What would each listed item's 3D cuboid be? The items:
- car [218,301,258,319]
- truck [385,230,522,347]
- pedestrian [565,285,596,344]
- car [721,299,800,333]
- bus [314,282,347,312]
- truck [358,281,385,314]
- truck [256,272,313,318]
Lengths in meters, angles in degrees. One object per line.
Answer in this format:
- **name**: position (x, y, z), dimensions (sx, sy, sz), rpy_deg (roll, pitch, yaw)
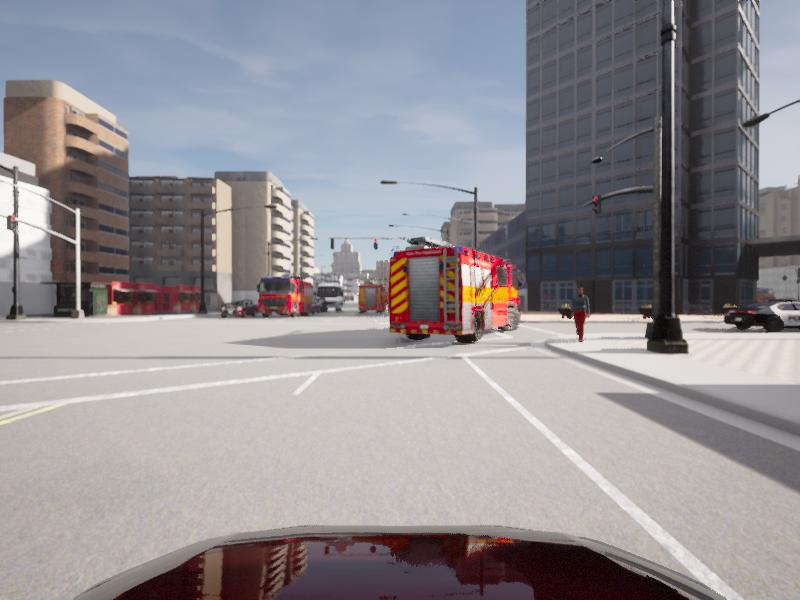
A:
- **car**: position (-14.004, 0.797, 34.890), dimensions (1.970, 1.475, 3.806), rpy_deg (0, 0, 0)
- **truck**: position (2.842, -0.372, 17.400), dimensions (2.891, 3.827, 8.468), rpy_deg (-1, 0, 30)
- **pedestrian**: position (5.876, 0.453, 13.021), dimensions (0.751, 1.860, 0.751), rpy_deg (0, 0, 37)
- **car**: position (18.930, 0.747, 19.468), dimensions (4.974, 1.542, 2.038), rpy_deg (0, 0, 1)
- **bus**: position (-10.553, -0.386, 61.736), dimensions (3.944, 4.253, 10.273), rpy_deg (0, -1, -4)
- **truck**: position (-3.501, -0.270, 51.365), dimensions (2.891, 3.827, 8.468), rpy_deg (0, -1, 0)
- **truck**: position (-10.521, -0.364, 37.567), dimensions (2.891, 3.827, 8.468), rpy_deg (0, 0, 0)
